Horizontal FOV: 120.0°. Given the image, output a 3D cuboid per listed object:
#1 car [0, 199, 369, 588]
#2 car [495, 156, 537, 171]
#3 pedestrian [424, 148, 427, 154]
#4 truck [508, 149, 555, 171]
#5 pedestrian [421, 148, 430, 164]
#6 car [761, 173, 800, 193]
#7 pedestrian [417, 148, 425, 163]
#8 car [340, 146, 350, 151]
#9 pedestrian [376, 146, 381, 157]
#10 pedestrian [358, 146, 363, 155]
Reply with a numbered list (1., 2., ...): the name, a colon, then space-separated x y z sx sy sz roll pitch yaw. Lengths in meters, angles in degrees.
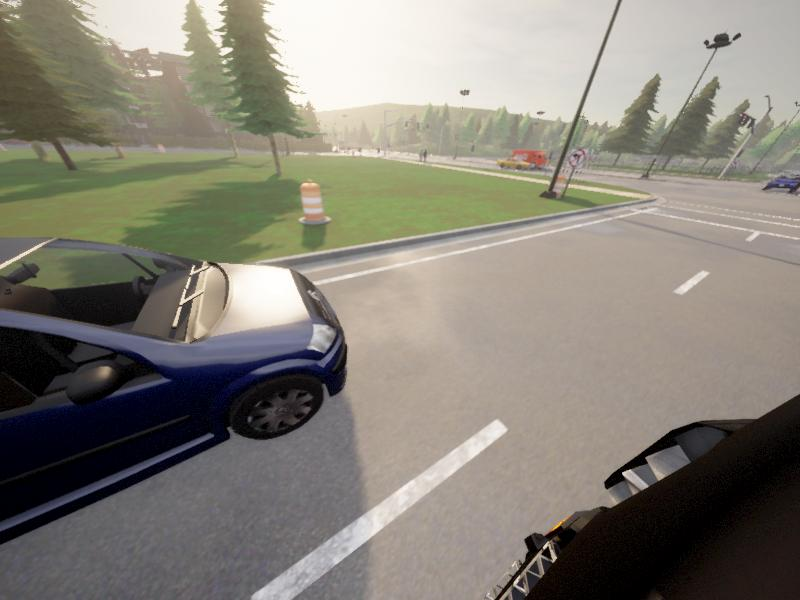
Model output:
1. car: -2.468 0.438 1.657 3.988 1.617 1.851 -17 38 -26
2. car: 16.915 -20.227 34.079 1.801 1.575 5.366 -16 38 -26
3. pedestrian: 8.921 -52.243 80.976 0.751 1.860 0.751 -14 37 -23
4. truck: 19.946 -21.482 35.377 2.627 2.467 5.204 -16 38 -26
5. pedestrian: 3.721 -21.125 33.917 0.751 1.860 0.751 -12 36 -21
6. car: 37.554 -11.432 22.444 4.193 1.474 1.816 -17 38 -26
7. pedestrian: 3.209 -21.860 34.984 0.751 1.860 0.751 -13 37 -22
8. car: -20.675 -56.774 86.509 1.895 1.301 4.718 -17 38 -27
9. pedestrian: -4.369 -29.829 46.406 0.751 1.860 0.751 -14 37 -23
10. pedestrian: -9.385 -35.393 54.677 0.751 1.860 0.751 -14 37 -24
